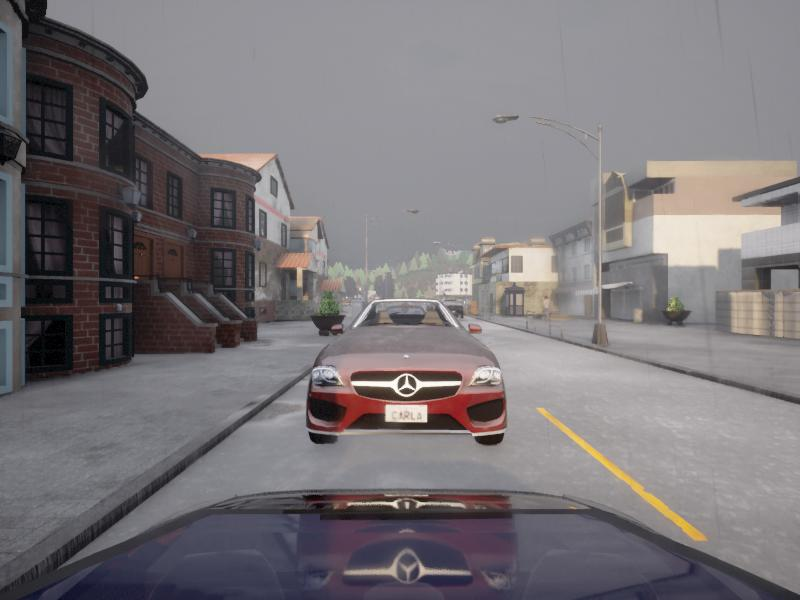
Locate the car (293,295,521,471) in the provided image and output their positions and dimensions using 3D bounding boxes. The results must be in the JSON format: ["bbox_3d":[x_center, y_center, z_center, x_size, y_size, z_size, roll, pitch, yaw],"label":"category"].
[{"bbox_3d":[0.089,0.781,6.286,2.152,1.651,5.027,0,0,1],"label":"car"}]

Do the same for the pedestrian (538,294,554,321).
[{"bbox_3d":[10.122,0.533,27.773,0.751,1.860,0.751,0,0,-10],"label":"pedestrian"}]

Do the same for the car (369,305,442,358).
[{"bbox_3d":[0.180,0.895,13.768,2.033,1.411,5.357,0,0,1],"label":"car"}]

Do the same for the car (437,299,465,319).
[{"bbox_3d":[4.450,0.771,35.647,1.930,1.638,5.238,0,0,1],"label":"car"}]

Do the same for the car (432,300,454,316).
[{"bbox_3d":[4.539,0.801,42.896,1.801,1.575,5.366,0,0,1],"label":"car"}]
